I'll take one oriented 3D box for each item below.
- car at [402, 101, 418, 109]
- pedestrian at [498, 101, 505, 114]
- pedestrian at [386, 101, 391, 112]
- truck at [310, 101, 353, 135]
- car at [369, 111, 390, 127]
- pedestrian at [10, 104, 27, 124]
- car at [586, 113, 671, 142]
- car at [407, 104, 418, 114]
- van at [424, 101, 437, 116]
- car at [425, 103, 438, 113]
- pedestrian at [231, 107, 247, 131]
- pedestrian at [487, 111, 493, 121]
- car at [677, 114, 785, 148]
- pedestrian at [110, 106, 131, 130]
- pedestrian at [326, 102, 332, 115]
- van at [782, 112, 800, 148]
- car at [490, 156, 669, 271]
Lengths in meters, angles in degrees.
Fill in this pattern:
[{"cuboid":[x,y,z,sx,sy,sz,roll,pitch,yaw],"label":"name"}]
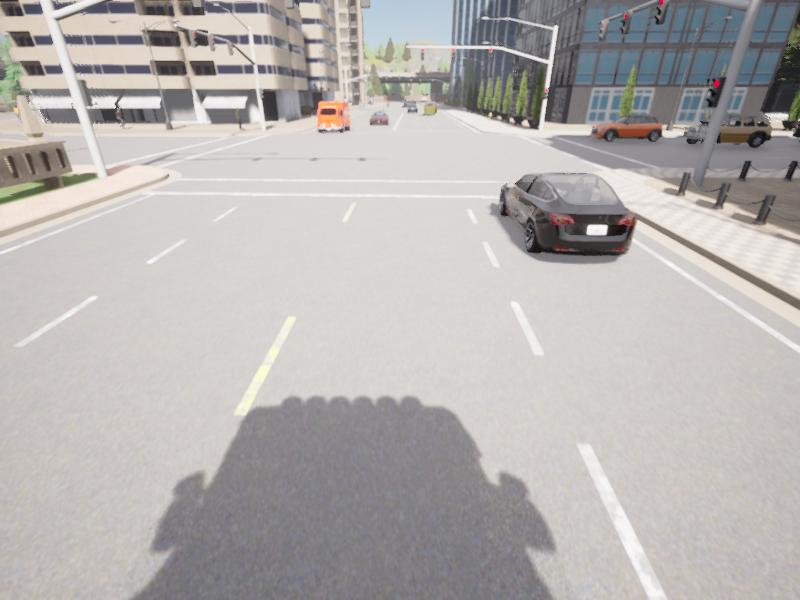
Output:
[{"cuboid":[2.399,-47.824,97.897,2.242,1.667,4.611,-12,30,-22],"label":"car"},{"cuboid":[16.310,-30.873,64.264,0.751,1.860,0.751,8,28,15],"label":"pedestrian"},{"cuboid":[-2.331,-38.275,79.049,0.751,1.860,0.751,-8,28,-15],"label":"pedestrian"},{"cuboid":[-5.929,-16.231,35.525,2.627,2.467,5.204,1,27,2],"label":"truck"},{"cuboid":[-2.189,-19.675,43.437,1.994,1.385,4.181,1,27,1],"label":"car"},{"cuboid":[-41.440,-20.242,43.502,0.751,1.860,0.751,-19,33,-33],"label":"pedestrian"},{"cuboid":[16.180,-12.355,28.598,4.553,1.767,2.097,1,27,2],"label":"car"},{"cuboid":[2.248,-34.412,71.948,2.007,1.525,4.514,1,27,1],"label":"car"},{"cuboid":[5.025,-31.689,66.146,1.775,1.987,4.442,3,27,7],"label":"van"},{"cuboid":[5.833,-35.725,74.504,2.007,1.525,4.514,1,27,1],"label":"car"},{"cuboid":[-13.894,-15.681,34.619,0.751,1.860,0.751,3,27,6],"label":"pedestrian"},{"cuboid":[11.038,-22.514,48.868,0.500,1.100,0.500,0,27,1],"label":"pedestrian"},{"cuboid":[20.763,-10.713,25.309,4.605,1.855,1.932,1,27,2],"label":"car"},{"cuboid":[-24.982,-16.279,35.785,0.751,1.860,0.751,8,28,15],"label":"pedestrian"},{"cuboid":[-11.036,-29.916,62.448,0.751,1.860,0.751,-3,27,-6],"label":"pedestrian"},{"cuboid":[27.534,-10.687,25.059,4.480,2.038,2.069,0,27,2],"label":"van"},{"cuboid":[3.728,-2.321,9.535,2.163,1.488,4.792,1,27,1],"label":"car"}]
